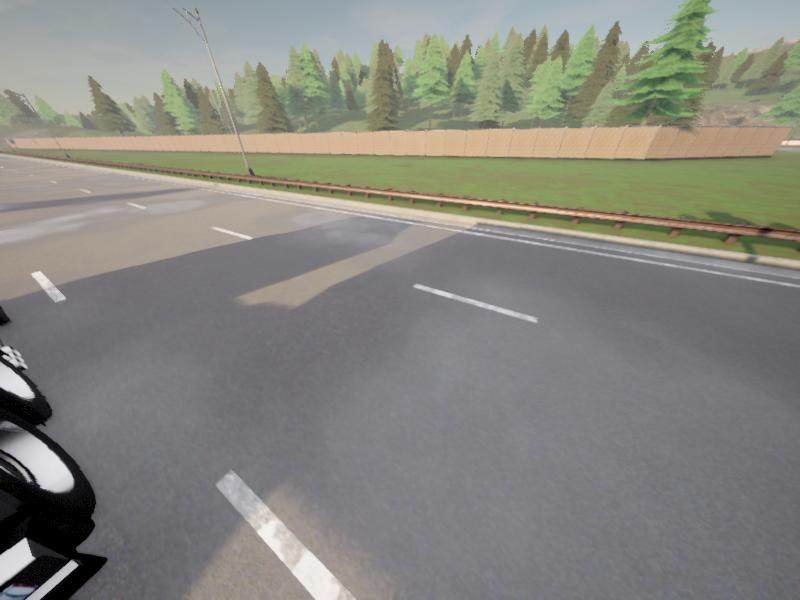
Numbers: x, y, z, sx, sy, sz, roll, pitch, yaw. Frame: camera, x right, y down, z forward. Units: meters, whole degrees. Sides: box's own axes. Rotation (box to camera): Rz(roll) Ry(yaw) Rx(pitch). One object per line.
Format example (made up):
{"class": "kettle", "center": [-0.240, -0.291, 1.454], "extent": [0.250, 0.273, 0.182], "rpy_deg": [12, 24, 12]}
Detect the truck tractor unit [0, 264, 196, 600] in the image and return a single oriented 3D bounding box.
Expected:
{"class": "truck tractor unit", "center": [-5.113, -0.297, 0.789], "extent": [6.516, 4.208, 3.053], "rpy_deg": [18, 39, 24]}
